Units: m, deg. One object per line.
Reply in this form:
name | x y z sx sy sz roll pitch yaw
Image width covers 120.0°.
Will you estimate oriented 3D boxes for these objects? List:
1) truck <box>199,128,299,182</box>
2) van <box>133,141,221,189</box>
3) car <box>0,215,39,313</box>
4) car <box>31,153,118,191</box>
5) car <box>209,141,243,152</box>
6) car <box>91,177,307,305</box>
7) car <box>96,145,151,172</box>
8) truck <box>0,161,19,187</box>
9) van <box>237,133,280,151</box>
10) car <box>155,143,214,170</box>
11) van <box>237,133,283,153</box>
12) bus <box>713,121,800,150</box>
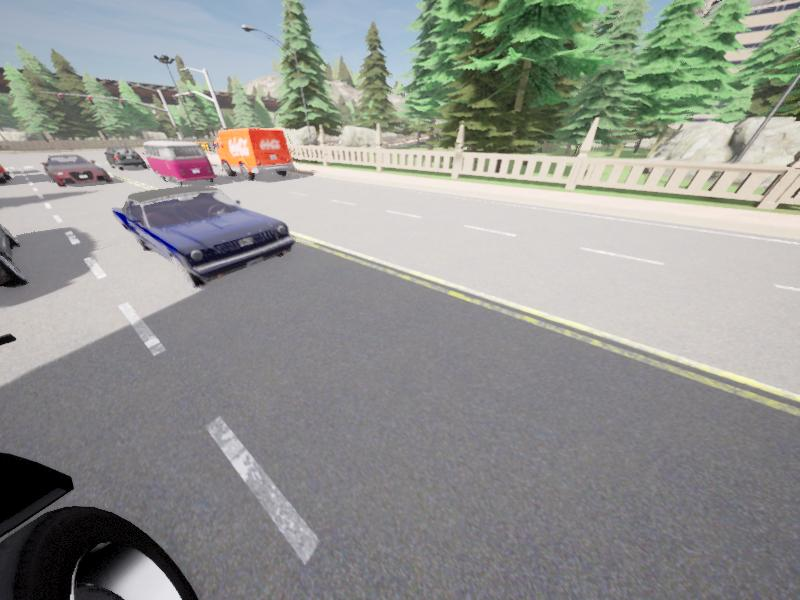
truck | -9.397 -9.131 14.519 5.204 2.467 2.627 20 40 28
van | -12.406 -7.649 12.898 4.442 1.987 1.775 22 41 28
car | -8.718 -1.057 3.946 5.238 1.638 1.930 22 41 28
car | -18.075 -7.216 12.826 4.181 1.385 1.994 22 41 28
car | -30.759 -27.305 40.918 1.816 1.474 4.193 22 41 28
car | -4.495 -1.683 5.119 4.718 1.301 1.895 22 41 28
car | -22.327 -11.495 18.669 3.705 1.549 1.789 22 41 28
truck | -23.697 -7.460 12.234 5.204 2.467 2.627 22 41 28
van | -25.411 -28.607 41.826 1.988 2.561 5.915 22 41 28
car | -18.727 -12.543 20.075 4.856 1.649 2.033 22 41 28
van | -23.453 -26.695 39.143 1.988 2.561 5.915 22 41 28
bus | 69.585 -31.544 44.305 10.273 4.253 3.944 29 45 34
